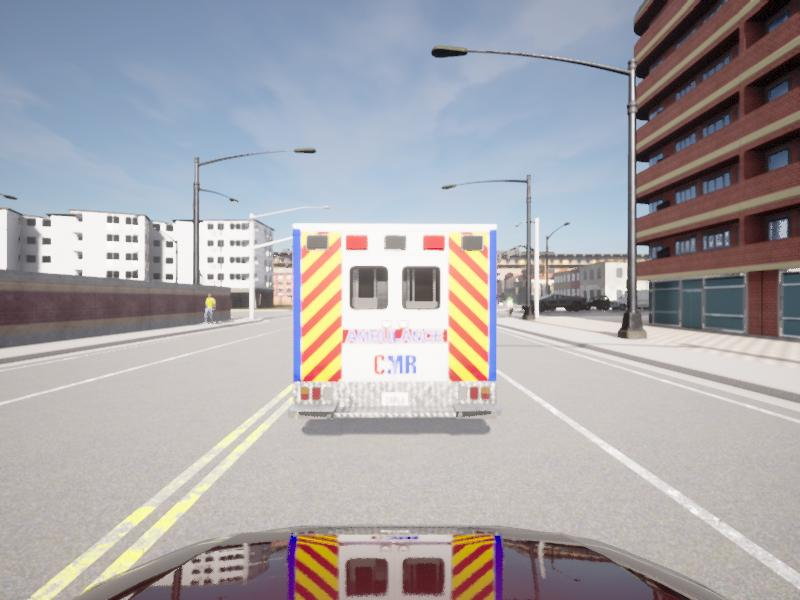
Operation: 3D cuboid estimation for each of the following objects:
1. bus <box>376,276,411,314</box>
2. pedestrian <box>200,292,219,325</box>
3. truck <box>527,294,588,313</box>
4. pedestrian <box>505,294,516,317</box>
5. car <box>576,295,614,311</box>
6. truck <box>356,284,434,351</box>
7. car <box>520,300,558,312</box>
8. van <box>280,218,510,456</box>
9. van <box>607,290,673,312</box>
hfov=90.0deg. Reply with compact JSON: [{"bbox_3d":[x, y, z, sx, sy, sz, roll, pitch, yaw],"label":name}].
[{"bbox_3d":[-0.753,-0.570,49.989,3.944,4.253,10.273,0,0,-1],"label":"bus"},{"bbox_3d":[-11.048,0.484,23.244,0.751,1.860,0.751,0,0,1],"label":"pedestrian"},{"bbox_3d":[18.633,0.379,47.550,6.274,2.098,2.390,-1,0,0],"label":"truck"},{"bbox_3d":[8.758,0.438,31.716,0.751,1.860,0.751,0,0,8],"label":"pedestrian"},{"bbox_3d":[24.797,0.395,51.002,3.866,1.878,1.905,-1,0,0],"label":"car"},{"bbox_3d":[-0.191,0.540,15.509,2.390,2.098,6.274,0,0,-1],"label":"truck"},{"bbox_3d":[17.686,0.759,51.057,4.181,1.385,1.994,-1,0,0],"label":"car"},{"bbox_3d":[-0.088,0.377,7.271,2.351,2.431,6.366,0,0,-1],"label":"van"},{"bbox_3d":[28.362,0.067,47.475,6.366,2.431,2.351,-1,0,0],"label":"van"}]
